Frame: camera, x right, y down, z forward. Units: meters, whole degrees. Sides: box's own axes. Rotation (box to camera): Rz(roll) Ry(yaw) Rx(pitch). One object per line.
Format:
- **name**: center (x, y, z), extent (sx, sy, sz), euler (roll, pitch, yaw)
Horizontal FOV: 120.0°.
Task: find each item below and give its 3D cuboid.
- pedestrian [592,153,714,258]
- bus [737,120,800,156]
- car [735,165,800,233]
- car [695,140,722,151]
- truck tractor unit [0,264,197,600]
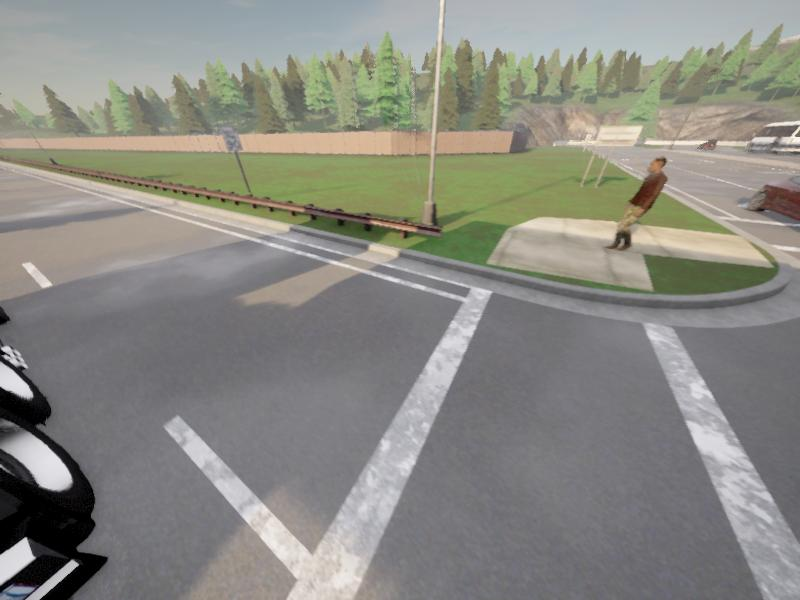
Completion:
- **pedestrian**: center (4.983, -1.912, 4.772), extent (0.751, 1.860, 0.751), euler (8, 36, 12)
- **bus**: center (60.373, -25.468, 36.312), extent (3.944, 4.253, 10.273), euler (18, 39, 25)
- **car**: center (13.051, -2.967, 6.883), extent (1.812, 1.442, 4.674), euler (19, 39, 26)
- **car**: center (65.161, -32.793, 48.862), extent (1.905, 1.878, 3.866), euler (20, 40, 27)
- **truck tractor unit**: center (-5.113, -0.297, 0.789), extent (6.516, 4.208, 3.053), euler (18, 39, 24)
